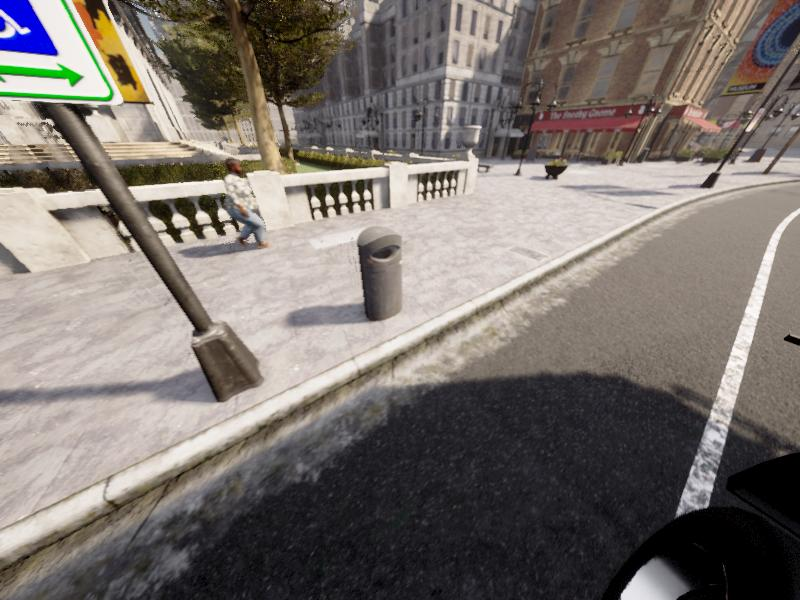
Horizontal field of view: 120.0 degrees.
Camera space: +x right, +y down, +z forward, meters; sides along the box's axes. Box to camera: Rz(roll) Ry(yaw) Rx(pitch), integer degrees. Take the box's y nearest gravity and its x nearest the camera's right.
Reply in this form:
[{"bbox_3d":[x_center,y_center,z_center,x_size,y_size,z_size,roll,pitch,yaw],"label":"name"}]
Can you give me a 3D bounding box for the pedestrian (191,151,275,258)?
[{"bbox_3d":[-3.301,-1.949,4.787,0.751,1.860,0.751,-16,38,-21],"label":"pedestrian"}]
